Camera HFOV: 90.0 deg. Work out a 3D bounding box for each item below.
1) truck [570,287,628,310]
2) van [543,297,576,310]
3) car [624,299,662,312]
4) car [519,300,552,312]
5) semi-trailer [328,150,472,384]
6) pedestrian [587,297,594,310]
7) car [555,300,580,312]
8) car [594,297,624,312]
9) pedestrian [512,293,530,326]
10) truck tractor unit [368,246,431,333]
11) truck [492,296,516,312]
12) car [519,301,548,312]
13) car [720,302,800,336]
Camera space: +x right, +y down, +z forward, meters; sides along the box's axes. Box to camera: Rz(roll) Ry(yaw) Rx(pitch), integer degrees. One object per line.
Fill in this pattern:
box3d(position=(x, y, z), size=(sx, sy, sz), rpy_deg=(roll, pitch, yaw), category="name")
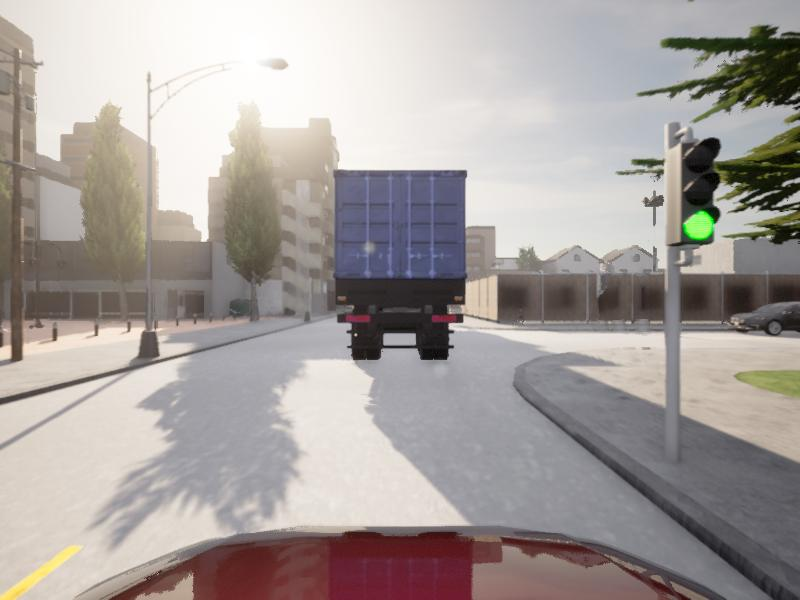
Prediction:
box3d(position=(33.701, -0.300, 67.926), size=(8.468, 3.827, 2.891), rpy_deg=(0, 0, 0), category="truck")
box3d(position=(25.485, 0.591, 63.910), size=(4.480, 2.038, 2.069), rpy_deg=(0, 0, 0), category="van")
box3d(position=(31.882, 0.708, 52.711), size=(2.242, 1.667, 4.611), rpy_deg=(0, 0, 0), category="car")
box3d(position=(18.021, 0.763, 53.311), size=(3.705, 1.547, 1.789), rpy_deg=(0, 0, 0), category="car")
box3d(position=(-0.009, -0.612, 14.670), size=(2.717, 4.402, 14.254), rpy_deg=(0, 0, 0), category="semi-trailer")
box3d(position=(28.604, 0.552, 60.103), size=(0.751, 1.860, 0.751), rpy_deg=(0, 0, 14), category="pedestrian")
box3d(position=(22.472, 0.773, 53.886), size=(1.845, 1.501, 3.633), rpy_deg=(0, 0, 0), category="car")
box3d(position=(27.590, 0.602, 52.962), size=(1.905, 1.878, 3.866), rpy_deg=(0, 0, 0), category="car")
box3d(position=(6.917, 0.532, 22.950), size=(0.751, 1.860, 0.751), rpy_deg=(0, 0, -9), category="pedestrian")
box3d(position=(-0.022, -0.515, 22.583), size=(3.053, 4.208, 6.516), rpy_deg=(0, 0, 0), category="truck tractor unit")
box3d(position=(13.833, 0.523, 53.632), size=(2.069, 2.038, 4.478), rpy_deg=(0, 0, 0), category="truck")
box3d(position=(17.793, 0.834, 53.471), size=(2.033, 1.415, 5.357), rpy_deg=(0, 0, 0), category="car")
box3d(position=(18.106, 0.850, 18.669), size=(4.892, 1.490, 1.837), rpy_deg=(0, 0, -1), category="car")
